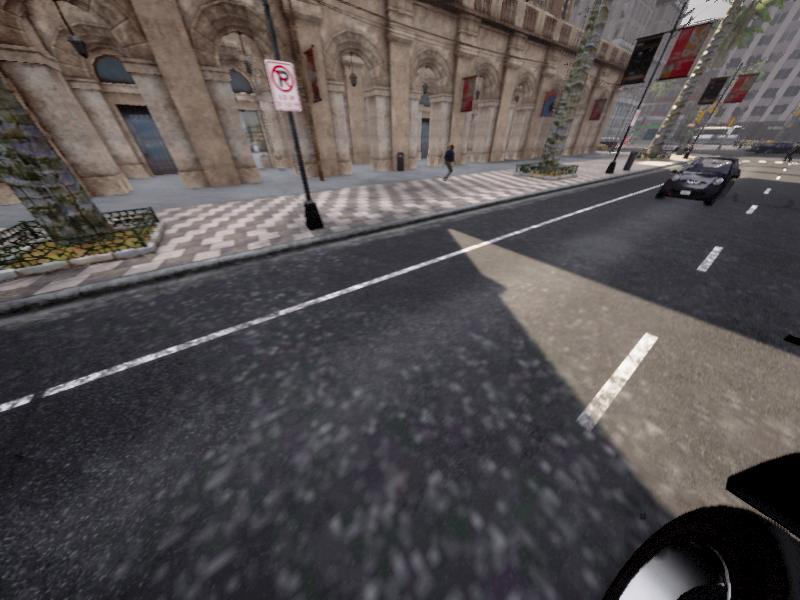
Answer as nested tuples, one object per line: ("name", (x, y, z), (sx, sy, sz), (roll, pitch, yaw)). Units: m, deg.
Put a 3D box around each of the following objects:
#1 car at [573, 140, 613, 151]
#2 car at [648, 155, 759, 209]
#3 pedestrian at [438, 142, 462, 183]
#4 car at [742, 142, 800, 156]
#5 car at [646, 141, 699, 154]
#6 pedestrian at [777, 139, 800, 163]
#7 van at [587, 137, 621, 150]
("car", (36.382, -29.276, 43.722), (1.801, 1.575, 5.366), (-22, 41, -27))
("car", (12.516, -5.000, 9.564), (3.633, 1.501, 1.845), (-22, 40, -27))
("pedestrian", (2.704, -7.563, 12.679), (0.751, 1.860, 0.751), (-23, 41, -28))
("car", (51.205, -20.363, 31.136), (5.357, 1.411, 2.033), (14, 38, 19))
("car", (42.745, -24.084, 36.355), (2.038, 1.542, 4.974), (-24, 42, -29))
("pedestrian", (37.945, -14.358, 22.289), (0.751, 1.860, 0.751), (-26, 42, -31))
("van", (41.693, -32.168, 47.379), (2.069, 2.038, 4.480), (-22, 40, -27))
